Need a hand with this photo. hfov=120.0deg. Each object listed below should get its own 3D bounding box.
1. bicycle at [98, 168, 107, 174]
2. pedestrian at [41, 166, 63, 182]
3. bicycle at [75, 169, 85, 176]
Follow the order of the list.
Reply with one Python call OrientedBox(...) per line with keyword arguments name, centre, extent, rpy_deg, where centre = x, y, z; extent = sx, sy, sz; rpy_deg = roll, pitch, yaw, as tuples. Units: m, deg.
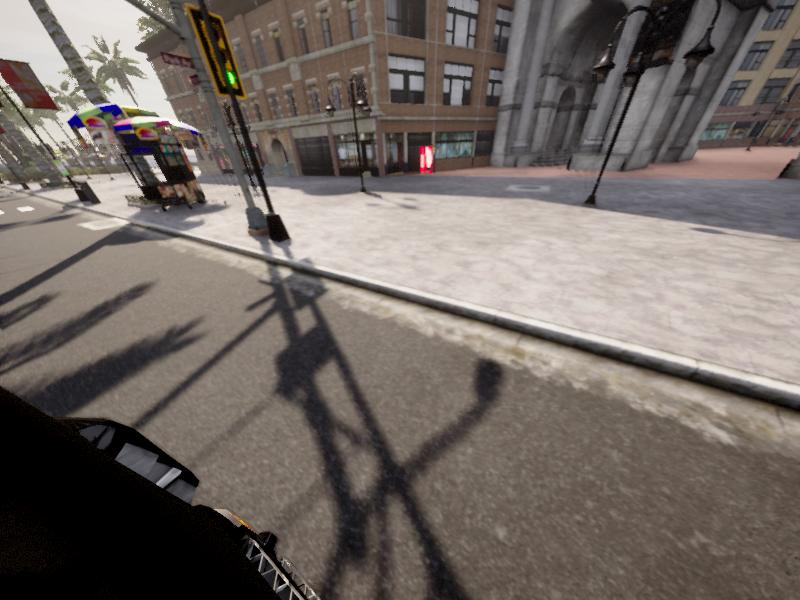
OrientedBox(name="bicycle", centre=(-58.879, -25.533, 45.702), extent=(1.643, 1.024, 0.373), rpy_deg=(15, 38, 25))
OrientedBox(name="pedestrian", centre=(-46.477, -16.878, 30.905), extent=(0.751, 1.860, 0.751), rpy_deg=(17, 38, 27))
OrientedBox(name="bicycle", centre=(-60.353, -24.026, 43.544), extent=(1.643, 1.024, 0.373), rpy_deg=(15, 38, 25))
